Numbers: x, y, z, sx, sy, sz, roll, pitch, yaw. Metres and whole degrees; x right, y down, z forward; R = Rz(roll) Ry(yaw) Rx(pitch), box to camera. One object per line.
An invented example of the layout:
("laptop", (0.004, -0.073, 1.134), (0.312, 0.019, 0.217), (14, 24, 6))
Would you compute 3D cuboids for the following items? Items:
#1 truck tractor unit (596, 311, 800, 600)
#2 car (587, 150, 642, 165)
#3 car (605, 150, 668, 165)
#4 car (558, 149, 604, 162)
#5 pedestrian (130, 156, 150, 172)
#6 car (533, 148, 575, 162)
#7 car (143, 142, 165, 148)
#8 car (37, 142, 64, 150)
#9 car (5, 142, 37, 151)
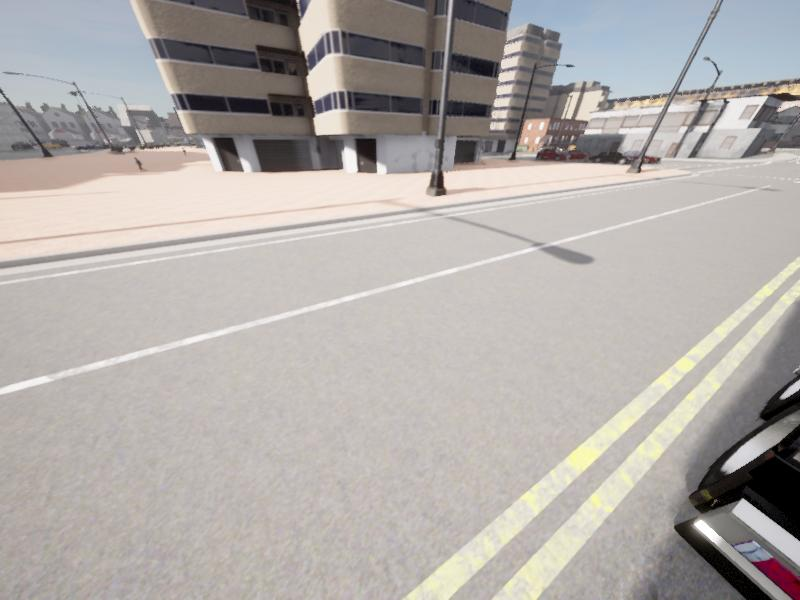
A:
("truck tractor unit", (5.183, -0.220, 0.675), (6.516, 4.208, 3.053), (-15, 37, -20))
("car", (27.225, -18.240, 29.536), (1.812, 1.442, 4.674), (-17, 38, -24))
("car", (30.727, -18.729, 30.295), (2.033, 1.411, 5.357), (-17, 38, -24))
("car", (27.415, -22.080, 35.201), (2.163, 1.488, 4.792), (-17, 37, -24))
("pedestrian", (-21.647, -11.306, 19.223), (0.500, 1.100, 0.500), (8, 36, 12))
("car", (23.344, -22.189, 35.264), (2.033, 1.649, 4.856), (-17, 37, -24))
("car", (-76.225, -48.114, 71.565), (2.007, 1.525, 4.514), (0, 35, -1))
("car", (-85.773, -37.974, 56.774), (1.801, 1.575, 5.366), (-20, 40, -27))
("car", (-80.403, -32.640, 49.095), (1.789, 1.549, 3.705), (-16, 38, -23))
